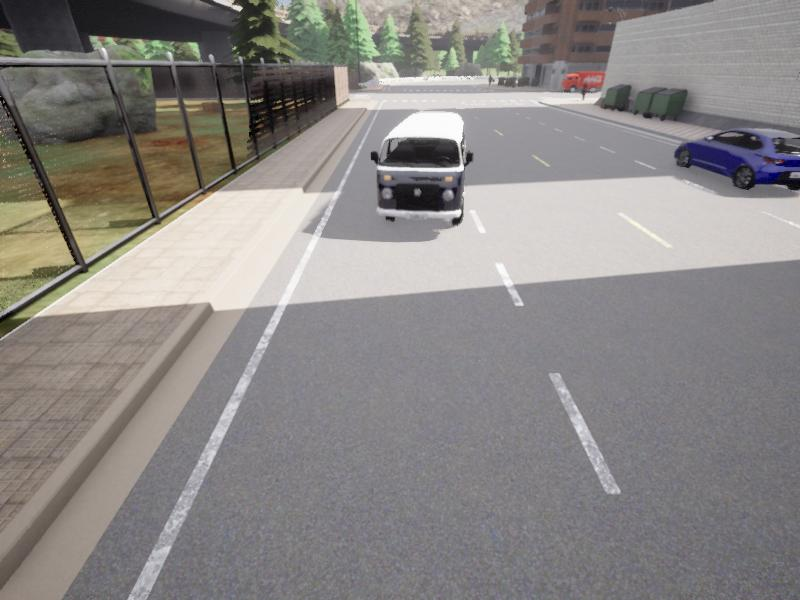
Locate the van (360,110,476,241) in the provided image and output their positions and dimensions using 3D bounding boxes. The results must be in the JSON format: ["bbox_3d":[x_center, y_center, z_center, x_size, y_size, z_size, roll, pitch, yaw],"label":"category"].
[{"bbox_3d":[0.663,-3.222,9.543,2.069,2.038,4.480,4,30,8],"label":"van"}]

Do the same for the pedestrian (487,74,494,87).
[{"bbox_3d":[14.480,-35.192,64.165,0.751,1.860,0.751,1,30,1],"label":"pedestrian"}]

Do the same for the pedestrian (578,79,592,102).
[{"bbox_3d":[17.236,-19.544,37.318,0.751,1.860,0.751,13,33,22],"label":"pedestrian"}]

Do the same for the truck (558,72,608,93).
[{"bbox_3d":[24.632,-29.454,54.146,5.204,2.467,2.627,0,30,0],"label":"truck"}]

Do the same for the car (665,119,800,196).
[{"bbox_3d":[10.511,-4.522,12.302,1.816,1.474,4.193,0,30,0],"label":"car"}]
